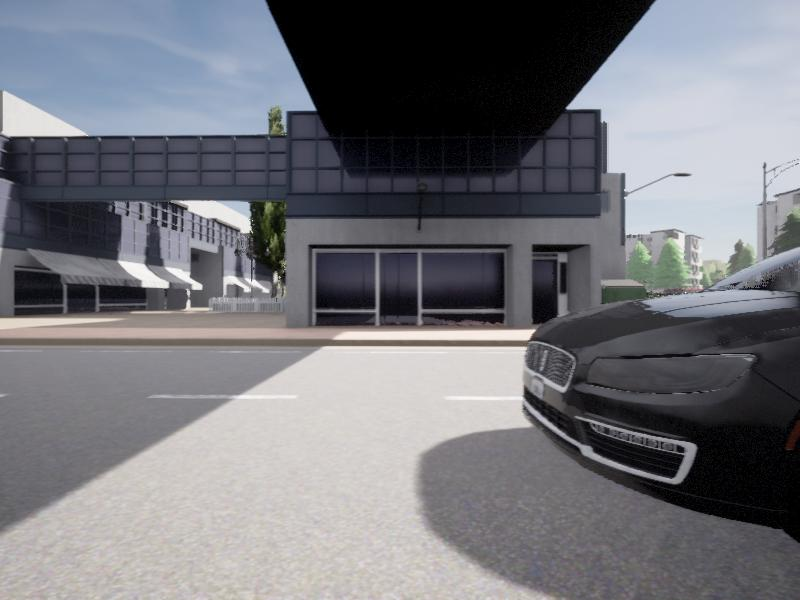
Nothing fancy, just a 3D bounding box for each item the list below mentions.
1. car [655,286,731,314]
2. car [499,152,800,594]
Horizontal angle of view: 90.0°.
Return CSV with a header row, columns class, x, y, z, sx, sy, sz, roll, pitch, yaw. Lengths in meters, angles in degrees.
class,x,y,z,sx,sy,sz,roll,pitch,yaw
car,23.678,-0.001,32.662,2.150,2.045,5.566,0,0,1
car,3.221,0.247,2.232,4.892,1.490,1.837,0,0,1
